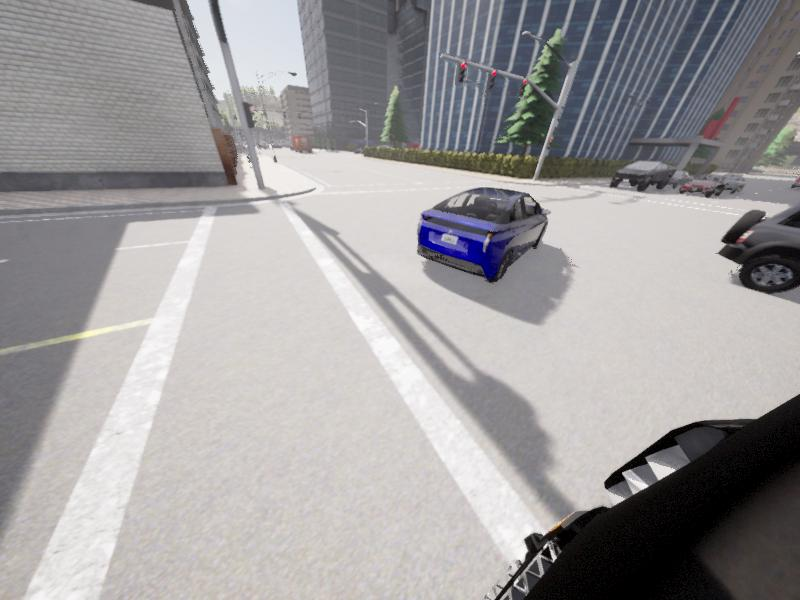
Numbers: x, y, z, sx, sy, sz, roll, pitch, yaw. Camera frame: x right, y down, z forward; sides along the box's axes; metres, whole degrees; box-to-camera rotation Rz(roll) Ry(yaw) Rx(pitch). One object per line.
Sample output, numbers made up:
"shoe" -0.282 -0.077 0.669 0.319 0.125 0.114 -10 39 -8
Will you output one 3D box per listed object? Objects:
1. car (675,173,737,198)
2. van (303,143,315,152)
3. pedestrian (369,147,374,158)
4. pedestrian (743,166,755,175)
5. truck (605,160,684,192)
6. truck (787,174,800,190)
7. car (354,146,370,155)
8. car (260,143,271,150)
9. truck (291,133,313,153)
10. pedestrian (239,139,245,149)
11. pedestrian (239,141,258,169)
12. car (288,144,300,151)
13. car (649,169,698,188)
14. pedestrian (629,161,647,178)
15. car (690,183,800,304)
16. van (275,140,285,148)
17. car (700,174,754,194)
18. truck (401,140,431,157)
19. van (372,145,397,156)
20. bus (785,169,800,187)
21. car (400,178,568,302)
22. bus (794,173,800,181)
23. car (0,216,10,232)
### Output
"car" 24.462 -9.230 18.490 4.193 1.474 1.816 -16 38 -26
"van" -25.766 -43.153 65.242 2.069 2.038 4.480 -16 38 -26
"pedestrian" -5.444 -28.211 44.164 0.751 1.860 0.751 -16 38 -26
"pedestrian" 87.996 -32.645 58.182 0.751 1.860 0.751 -11 36 -20
"truck" 21.183 -10.799 20.030 6.274 2.098 2.390 -16 38 -26
"truck" 50.623 -14.720 27.941 5.204 2.467 2.627 -15 38 -26
"car" -10.792 -42.153 65.073 3.866 1.878 1.905 -16 38 -26
"car" -38.458 -43.919 65.954 2.033 1.411 5.357 -16 38 -26
"truck" -24.183 -38.476 56.688 2.891 3.827 8.468 -16 38 -26
"pedestrian" -38.865 -38.448 56.944 0.751 1.860 0.751 -15 38 -25
"pedestrian" -12.595 -12.034 19.204 0.751 1.860 0.751 -19 39 -29
"car" -30.041 -43.273 65.649 2.033 1.411 5.357 -16 38 -26
"car" 27.988 -12.430 23.623 4.674 1.442 1.812 -16 38 -26
"pedestrian" 31.196 -17.158 30.310 0.751 1.860 0.751 -19 39 -29
"car" 9.003 -0.545 3.834 1.932 1.855 4.605 -16 39 -26
"van" -45.143 -58.837 86.987 2.351 2.431 6.366 -16 38 -26
"car" 30.528 -10.887 21.566 4.181 1.385 1.994 -16 38 -27
"truck" 4.757 -45.163 69.070 8.468 3.827 2.891 -16 38 -26
"van" -4.311 -42.004 64.838 6.366 2.431 2.351 -16 38 -26
"bus" 58.923 -17.844 31.702 10.273 4.253 3.944 -16 38 -26
"car" 2.256 -1.882 5.642 2.007 1.525 4.514 27 40 31
"bus" 84.698 -24.030 43.171 3.944 4.253 10.273 -16 38 -26
"car" -11.663 -1.451 3.749 4.856 1.649 2.033 -16 38 -26
